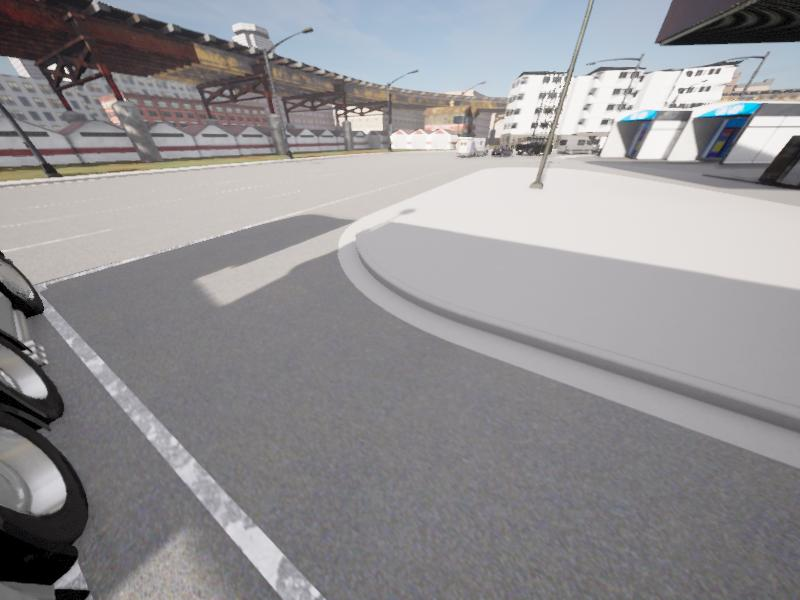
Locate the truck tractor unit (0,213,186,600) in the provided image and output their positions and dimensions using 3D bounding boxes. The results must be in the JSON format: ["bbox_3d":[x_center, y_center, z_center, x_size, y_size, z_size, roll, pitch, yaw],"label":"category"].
[{"bbox_3d":[-5.018,-0.385,0.896,6.516,4.208,3.053,22,40,28],"label":"truck tractor unit"}]

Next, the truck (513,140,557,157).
[{"bbox_3d":[21.666,-24.507,37.212,6.274,2.098,2.390,-16,38,-21],"label":"truck"}]

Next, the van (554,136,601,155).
[{"bbox_3d":[29.780,-25.922,38.796,5.915,2.561,1.988,-6,35,-8],"label":"van"}]

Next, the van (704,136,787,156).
[{"bbox_3d":[52.764,-23.769,35.616,6.366,2.431,2.351,15,38,20],"label":"van"}]

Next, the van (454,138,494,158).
[{"bbox_3d":[11.354,-23.295,35.265,6.366,2.431,2.351,-28,43,-34],"label":"van"}]

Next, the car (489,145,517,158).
[{"bbox_3d":[15.314,-22.151,34.375,3.633,1.501,1.845,-24,41,-30],"label":"car"}]
